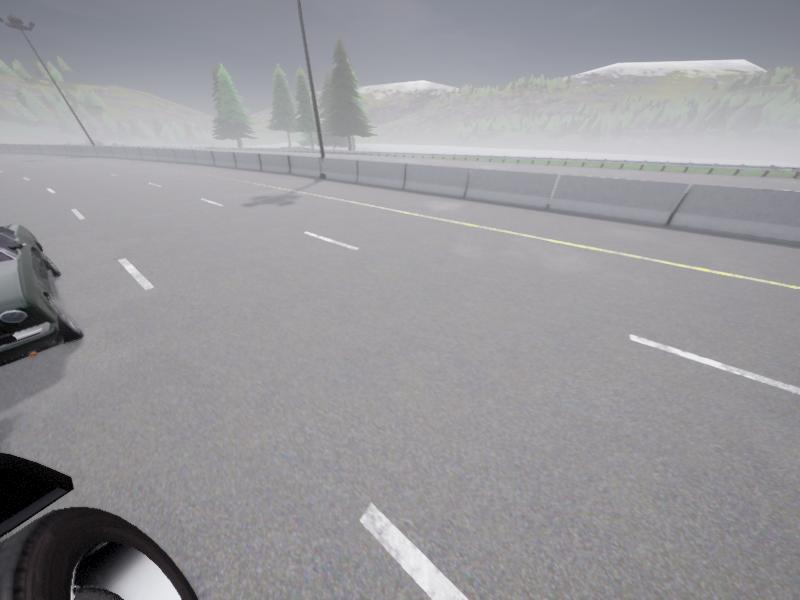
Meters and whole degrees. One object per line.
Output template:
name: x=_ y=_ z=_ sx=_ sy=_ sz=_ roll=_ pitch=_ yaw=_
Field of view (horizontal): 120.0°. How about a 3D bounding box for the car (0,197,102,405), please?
car: x=-6.127 y=-0.154 z=2.964 sx=4.718 sy=1.301 sz=1.895 roll=23 pitch=41 yaw=28
